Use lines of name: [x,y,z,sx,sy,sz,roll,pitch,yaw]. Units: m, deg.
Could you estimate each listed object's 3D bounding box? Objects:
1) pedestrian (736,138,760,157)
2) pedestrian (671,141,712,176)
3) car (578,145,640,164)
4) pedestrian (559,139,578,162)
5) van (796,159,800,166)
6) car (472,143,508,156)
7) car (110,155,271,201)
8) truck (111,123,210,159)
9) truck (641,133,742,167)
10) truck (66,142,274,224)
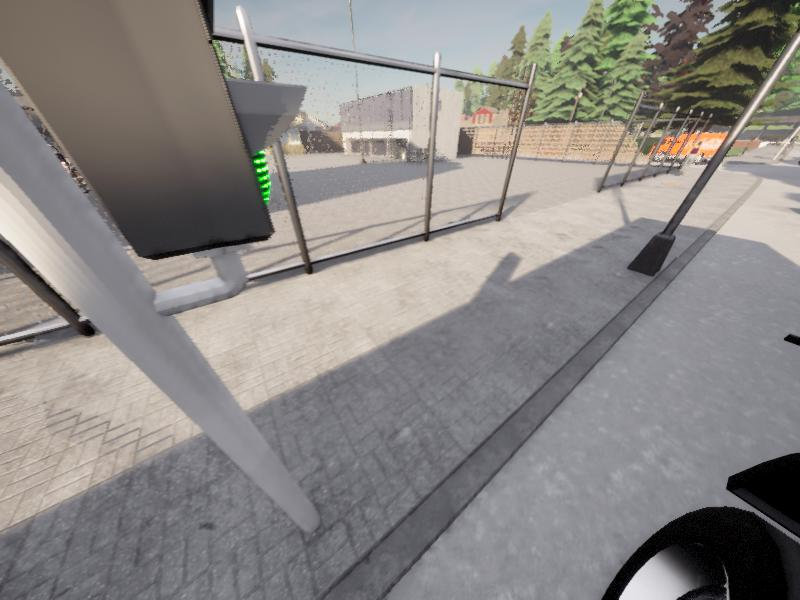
pedestrian: [41.650,-18.276,27.693,0.751,1.860,0.751,-27,43,-32]
pedestrian: [18.377,-8.935,14.594,0.751,1.860,0.751,-22,41,-28]
car: [21.774,-15.367,24.261,1.816,1.474,4.193,-22,41,-28]
pedestrian: [16.564,-14.689,22.762,0.751,1.860,0.751,-22,41,-28]
van: [38.486,-13.559,20.661,5.915,2.561,1.988,-22,41,-28]
car: [13.219,-22.385,34.291,1.812,1.442,4.674,-22,40,-28]
car: [-9.668,-6.129,11.316,5.357,1.415,2.033,-22,41,-28]
truck: [-33.178,-22.440,32.619,2.891,3.827,8.468,22,41,28]
truck: [27.823,-14.666,22.376,2.627,2.467,5.204,-22,41,-28]
truck: [-7.534,-4.465,8.402,4.478,2.038,2.069,-22,41,-28]
